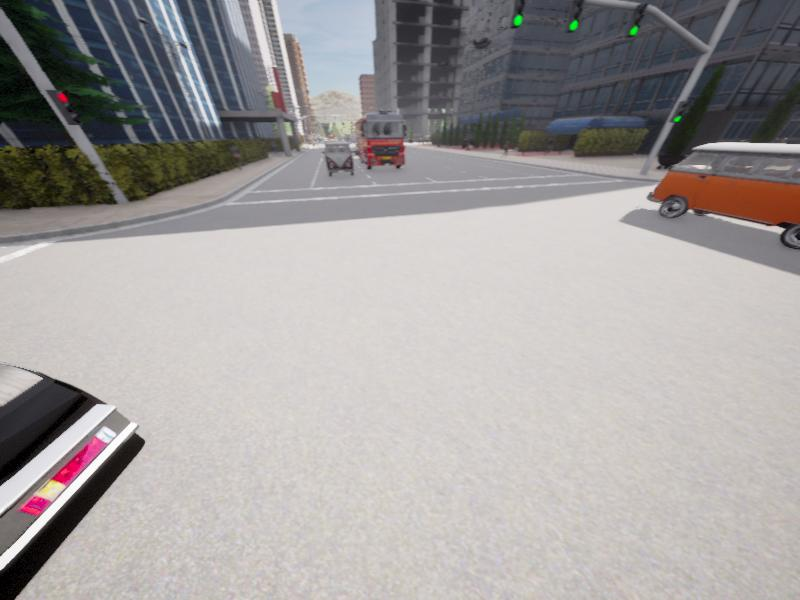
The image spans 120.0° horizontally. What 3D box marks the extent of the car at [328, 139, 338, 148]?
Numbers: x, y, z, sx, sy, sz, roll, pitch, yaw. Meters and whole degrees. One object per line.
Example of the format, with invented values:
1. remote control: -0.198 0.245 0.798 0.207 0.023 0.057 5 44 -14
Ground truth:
1. car: -15.670 -36.363 53.687 1.882 1.535 5.008 -9 36 -11

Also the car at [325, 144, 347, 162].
1. car: -7.356 -16.813 26.332 2.033 1.411 5.357 -9 36 -11

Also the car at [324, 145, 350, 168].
1. car: -5.803 -13.214 21.202 1.970 1.475 3.806 -9 36 -11

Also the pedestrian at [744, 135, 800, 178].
1. pedestrian: 19.901 -7.688 12.382 0.751 1.860 0.751 -21 40 -26

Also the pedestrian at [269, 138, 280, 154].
1. pedestrian: -17.803 -21.751 32.717 0.751 1.860 0.751 -9 36 -12

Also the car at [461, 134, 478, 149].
1. car: 12.393 -28.156 40.988 2.390 2.098 6.274 9 37 14

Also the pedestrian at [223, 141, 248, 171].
1. pedestrian: -12.165 -10.720 17.196 0.751 1.860 0.751 -9 36 -11

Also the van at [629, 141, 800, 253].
1. van: 9.536 -2.900 6.073 1.775 1.987 4.442 -9 37 -11

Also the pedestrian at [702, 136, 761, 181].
1. pedestrian: 16.620 -7.124 11.652 0.751 1.860 0.751 -16 38 -20

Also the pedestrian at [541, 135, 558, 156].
1. pedestrian: 16.688 -17.216 25.753 0.751 1.860 0.751 -12 37 -16

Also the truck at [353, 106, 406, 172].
1. truck: -2.013 -13.721 19.824 2.891 3.827 8.468 -9 36 -11

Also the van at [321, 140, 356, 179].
1. van: -4.294 -9.878 16.073 1.775 1.987 4.442 -9 36 -11

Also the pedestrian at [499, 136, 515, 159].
1. pedestrian: 10.797 -15.395 23.318 0.751 1.860 0.751 -10 37 -12

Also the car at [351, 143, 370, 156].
1. car: -5.486 -20.889 32.019 1.994 1.385 4.181 -9 36 -11

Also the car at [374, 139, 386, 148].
1. car: -4.512 -35.629 52.513 1.970 1.475 3.806 -9 36 -11
